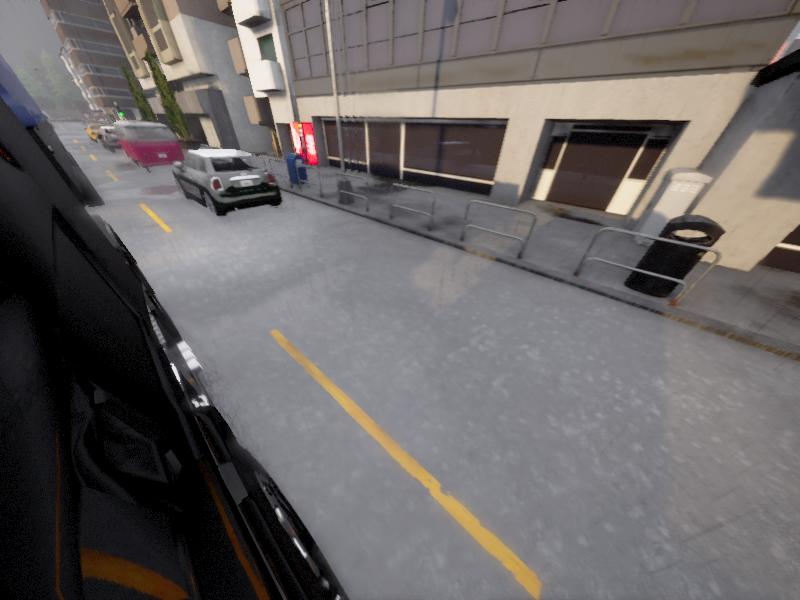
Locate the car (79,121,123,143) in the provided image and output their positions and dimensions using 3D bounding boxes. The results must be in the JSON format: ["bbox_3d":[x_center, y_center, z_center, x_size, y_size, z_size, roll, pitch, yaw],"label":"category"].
[{"bbox_3d":[-30.332,-17.023,23.421,5.366,1.575,1.801,28,44,30],"label":"car"}]

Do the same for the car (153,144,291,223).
[{"bbox_3d":[-5.527,-3.825,7.210,3.806,1.475,1.970,28,44,30],"label":"car"}]

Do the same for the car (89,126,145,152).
[{"bbox_3d":[-22.099,-12.613,18.060,3.806,1.475,1.970,28,44,30],"label":"car"}]

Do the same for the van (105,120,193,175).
[{"bbox_3d":[-12.966,-7.978,11.935,4.442,1.987,1.775,28,44,30],"label":"van"}]

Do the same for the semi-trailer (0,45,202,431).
[{"bbox_3d":[-8.705,-3.581,4.250,14.254,4.402,2.717,28,44,30],"label":"semi-trailer"}]

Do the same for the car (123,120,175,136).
[{"bbox_3d":[-36.939,-25.461,34.164,2.097,1.767,4.553,9,37,9],"label":"car"}]

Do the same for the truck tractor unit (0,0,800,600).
[{"bbox_3d":[-2.645,-0.295,0.351,6.516,4.208,3.053,28,44,30],"label":"truck tractor unit"}]
